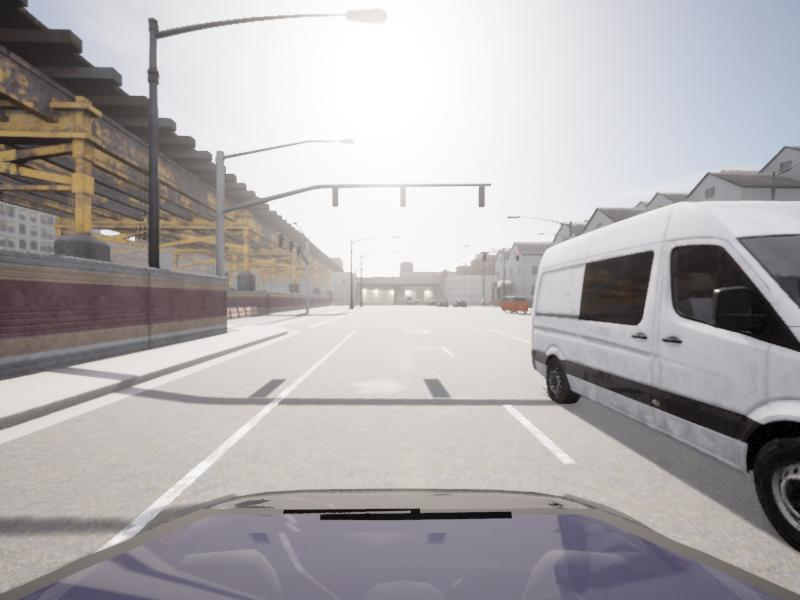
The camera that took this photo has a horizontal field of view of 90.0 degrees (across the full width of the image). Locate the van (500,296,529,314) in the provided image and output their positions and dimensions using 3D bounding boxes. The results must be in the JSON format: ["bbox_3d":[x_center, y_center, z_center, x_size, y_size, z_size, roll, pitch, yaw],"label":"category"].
[{"bbox_3d":[13.018,0.533,45.759,1.775,1.987,4.442,0,0,-4],"label":"van"}]

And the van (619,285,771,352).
[{"bbox_3d":[10.149,0.550,14.349,2.069,2.038,4.480,0,0,-1],"label":"van"}]

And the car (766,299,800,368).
[{"bbox_3d":[10.292,0.776,8.210,1.851,1.617,3.988,0,0,-1],"label":"car"}]

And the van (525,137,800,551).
[{"bbox_3d":[3.405,0.305,4.461,1.988,2.561,5.915,0,-1,-2],"label":"van"}]

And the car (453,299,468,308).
[{"bbox_3d":[12.105,0.702,80.792,2.242,1.667,4.611,0,0,-1],"label":"car"}]
